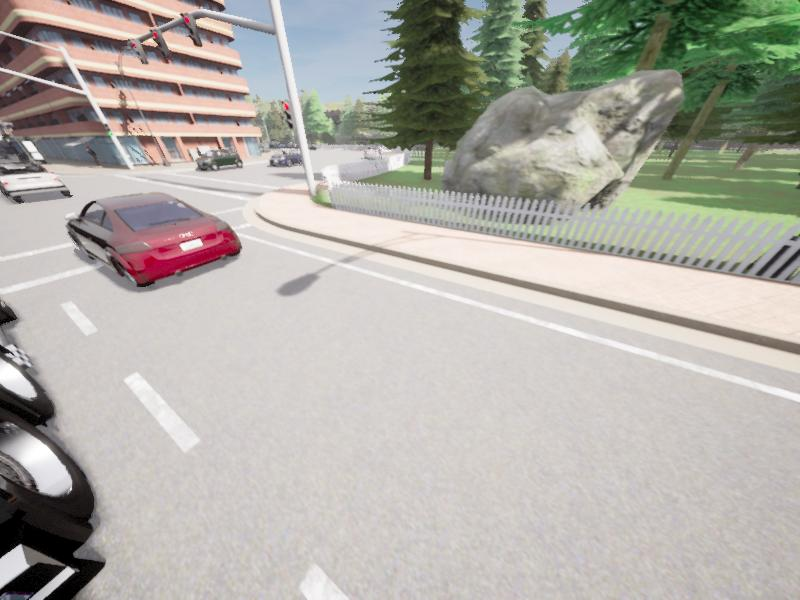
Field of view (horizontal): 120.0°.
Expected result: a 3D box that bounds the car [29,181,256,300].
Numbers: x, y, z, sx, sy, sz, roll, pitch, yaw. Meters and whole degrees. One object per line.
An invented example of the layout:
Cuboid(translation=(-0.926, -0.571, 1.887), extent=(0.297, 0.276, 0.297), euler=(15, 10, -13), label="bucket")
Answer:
Cuboid(translation=(-5.704, -1.647, 5.224), extent=(4.181, 1.385, 1.994), euler=(18, 39, 25), label="car")

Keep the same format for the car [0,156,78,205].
Cuboid(translation=(-18.169, -5.887, 11.176), extent=(3.988, 1.617, 1.851), euler=(18, 39, 25), label="car")

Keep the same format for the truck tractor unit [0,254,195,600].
Cuboid(translation=(-5.096, -0.315, 0.803), extent=(6.516, 4.208, 3.053), euler=(19, 39, 25), label="truck tractor unit")

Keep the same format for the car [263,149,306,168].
Cuboid(translation=(-11.728, -14.647, 23.774), extent=(1.970, 1.475, 3.806), euler=(5, 35, 8), label="car")

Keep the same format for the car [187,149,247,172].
Cuboid(translation=(-16.389, -12.689, 20.933), extent=(1.789, 1.549, 3.705), euler=(10, 36, 15), label="car")

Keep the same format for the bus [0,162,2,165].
Cuboid(translation=(-53.452, -18.541, 27.410), extent=(10.273, 4.253, 3.944), euler=(18, 39, 25), label="bus")

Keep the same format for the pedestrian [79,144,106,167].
Cuboid(translation=(-30.668, -14.432, 23.086), extent=(0.751, 1.860, 0.751), euler=(20, 40, 27), label="pedestrian")
